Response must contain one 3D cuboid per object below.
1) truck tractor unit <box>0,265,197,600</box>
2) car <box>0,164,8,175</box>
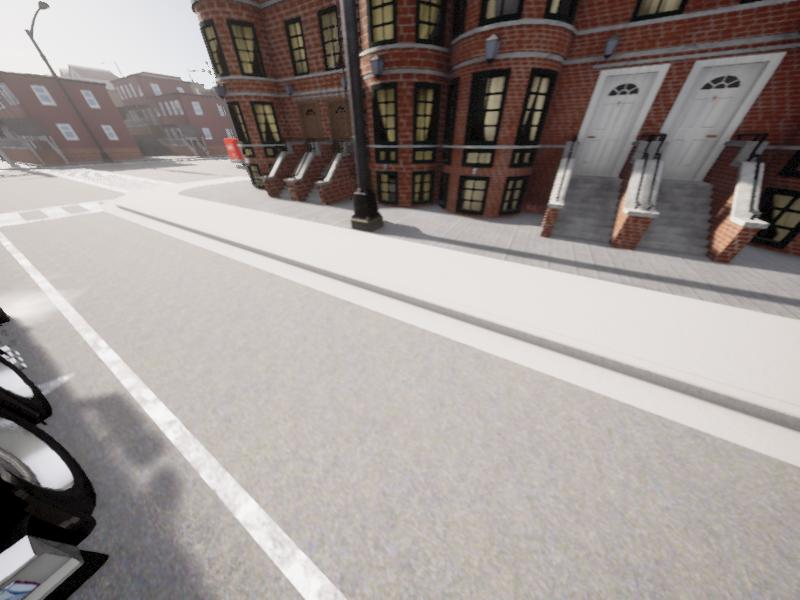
[{"bbox_3d":[-5.117,-0.294,0.778,6.516,4.208,3.053,18,39,24],"label":"truck tractor unit"},{"bbox_3d":[-35.690,-10.599,18.358,4.181,1.385,1.994,-10,36,-13],"label":"car"}]
